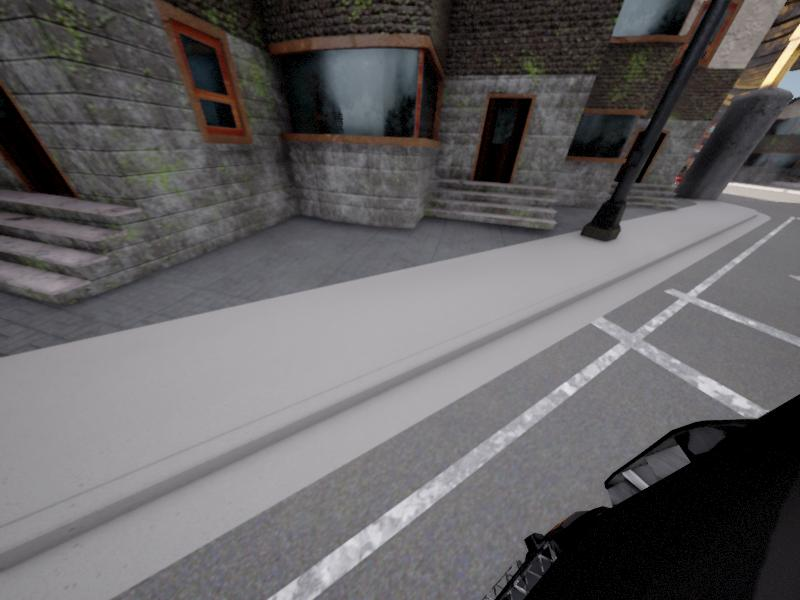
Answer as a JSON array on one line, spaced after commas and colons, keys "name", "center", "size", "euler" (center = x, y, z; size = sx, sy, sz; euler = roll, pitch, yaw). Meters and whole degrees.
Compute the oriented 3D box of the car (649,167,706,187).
[{"name": "car", "center": [30.269, -13.586, 25.421], "size": [1.816, 1.474, 4.193], "euler": [11, 34, 11]}]
